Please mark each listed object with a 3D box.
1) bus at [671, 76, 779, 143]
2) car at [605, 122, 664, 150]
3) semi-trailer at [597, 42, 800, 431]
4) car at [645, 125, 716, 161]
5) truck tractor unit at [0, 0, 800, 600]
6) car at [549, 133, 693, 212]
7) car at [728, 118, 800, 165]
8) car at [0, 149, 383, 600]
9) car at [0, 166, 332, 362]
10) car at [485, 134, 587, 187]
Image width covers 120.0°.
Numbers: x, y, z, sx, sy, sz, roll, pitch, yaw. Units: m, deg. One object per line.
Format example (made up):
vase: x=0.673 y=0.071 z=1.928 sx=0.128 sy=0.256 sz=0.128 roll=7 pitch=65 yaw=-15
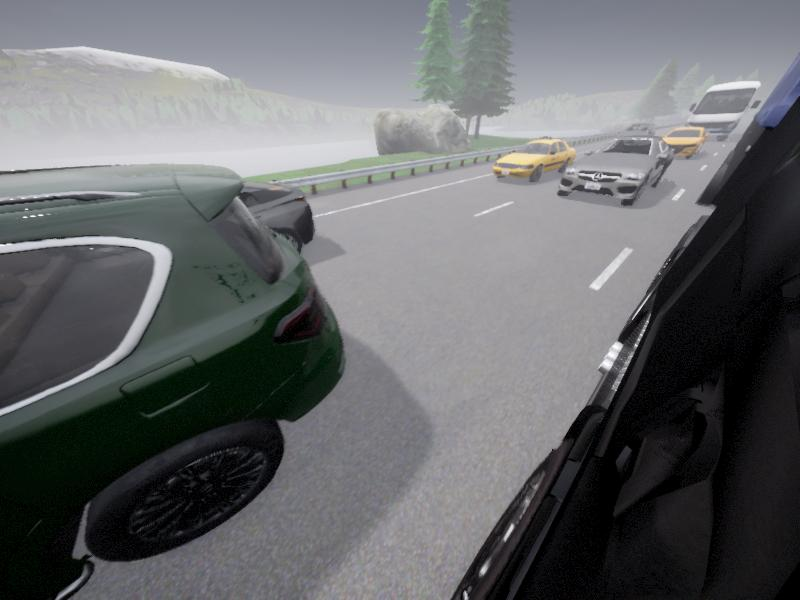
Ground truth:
bus: x=31.687 y=-18.413 z=22.764 sx=10.273 sy=4.253 sz=3.944 roll=-28 pitch=44 yaw=-30
car: x=19.937 y=-13.952 z=19.638 sx=4.611 sy=1.667 sz=2.242 roll=-28 pitch=44 yaw=-30
semi-trailer: x=8.699 y=-3.598 z=4.237 sx=14.254 sy=4.402 sz=2.717 roll=-28 pitch=44 yaw=-30
car: x=17.924 y=-10.077 z=14.718 sx=5.008 sy=1.535 sz=1.882 roll=-28 pitch=44 yaw=-30
truck tractor unit: x=2.645 y=-0.295 z=0.351 sx=6.516 sy=4.208 sz=3.053 roll=-28 pitch=44 yaw=-30
car: x=7.755 y=-4.701 z=8.080 sx=5.027 sy=1.651 sz=2.152 roll=-28 pitch=44 yaw=-30
car: x=20.199 y=-8.641 z=12.473 sx=4.553 sy=1.767 sz=2.097 roll=-28 pitch=44 yaw=-30
car: x=-3.023 y=0.859 z=0.947 sx=5.566 sy=2.045 sz=2.150 roll=-28 pitch=44 yaw=-30
car: x=-3.915 y=-1.203 z=4.166 sx=4.514 sy=1.525 sz=2.007 roll=-28 pitch=44 yaw=-30
car: x=6.516 y=-6.774 z=10.936 sx=5.366 sy=1.575 sz=1.801 roll=-28 pitch=44 yaw=-30
